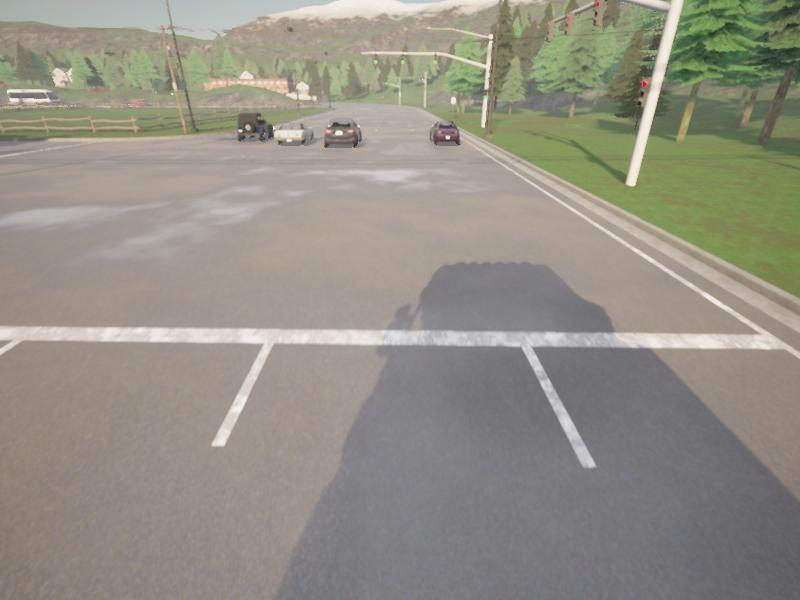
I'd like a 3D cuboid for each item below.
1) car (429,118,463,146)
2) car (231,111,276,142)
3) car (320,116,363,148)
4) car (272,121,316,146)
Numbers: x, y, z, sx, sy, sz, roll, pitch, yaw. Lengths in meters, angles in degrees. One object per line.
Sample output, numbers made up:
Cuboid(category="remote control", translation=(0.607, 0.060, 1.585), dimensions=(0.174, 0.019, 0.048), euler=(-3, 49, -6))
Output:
Cuboid(category="car", translation=(3.122, -11.828, 28.087), dimensions=(1.816, 1.474, 4.193), euler=(0, 27, -1))
Cuboid(category="car", translation=(-10.908, -13.093, 30.117), dimensions=(1.905, 1.878, 3.866), euler=(0, 27, -1))
Cuboid(category="car", translation=(-3.864, -11.534, 27.308), dimensions=(2.242, 1.667, 4.611), euler=(0, 27, -1))
Cuboid(category="car", translation=(-7.382, -11.867, 28.371), dimensions=(1.895, 1.301, 4.718), euler=(0, 27, -1))
